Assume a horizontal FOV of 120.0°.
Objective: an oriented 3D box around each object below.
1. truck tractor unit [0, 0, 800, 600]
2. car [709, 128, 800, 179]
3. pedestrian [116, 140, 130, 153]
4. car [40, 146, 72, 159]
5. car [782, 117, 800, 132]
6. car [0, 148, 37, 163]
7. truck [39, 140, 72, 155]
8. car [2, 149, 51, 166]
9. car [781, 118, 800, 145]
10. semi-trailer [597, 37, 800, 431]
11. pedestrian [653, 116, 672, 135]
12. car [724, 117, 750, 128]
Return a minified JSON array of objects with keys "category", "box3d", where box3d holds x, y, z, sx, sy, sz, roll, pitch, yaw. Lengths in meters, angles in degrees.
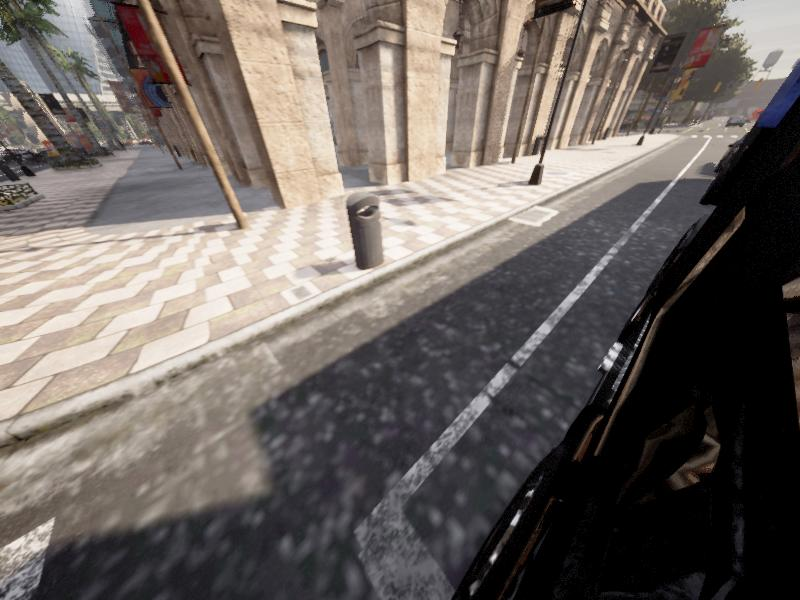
[{"category":"truck tractor unit","box3d":[2.645,-0.295,0.351,6.516,4.208,3.053,-28,44,-30]},{"category":"car","box3d":[15.495,-6.460,10.045,3.633,1.501,1.845,-29,44,-31]},{"category":"pedestrian","box3d":[-48.207,-26.708,40.223,0.751,1.860,0.751,29,47,35]},{"category":"car","box3d":[-58.845,-25.375,39.606,1.801,1.575,5.366,-30,45,-31]},{"category":"car","box3d":[48.097,-20.172,26.502,1.994,1.385,4.181,-29,44,-31]},{"category":"car","box3d":[-59.085,-22.372,35.656,2.038,1.542,4.974,-30,44,-31]},{"category":"truck","box3d":[-77.469,-34.481,52.095,2.627,2.467,5.204,-30,45,-31]},{"category":"car","box3d":[-48.359,-18.646,30.080,2.128,1.511,4.902,-30,45,-31]},{"category":"car","box3d":[32.595,-13.354,18.168,5.366,1.575,1.801,-30,45,-31]},{"category":"semi-trailer","box3d":[8.733,-3.577,4.199,14.254,4.402,2.717,-28,44,-29]},{"category":"pedestrian","box3d":[32.906,-21.852,28.937,0.751,1.860,0.751,-28,44,-30]},{"category":"car","box3d":[57.751,-30.501,39.664,4.181,1.385,1.994,-30,45,-31]}]
